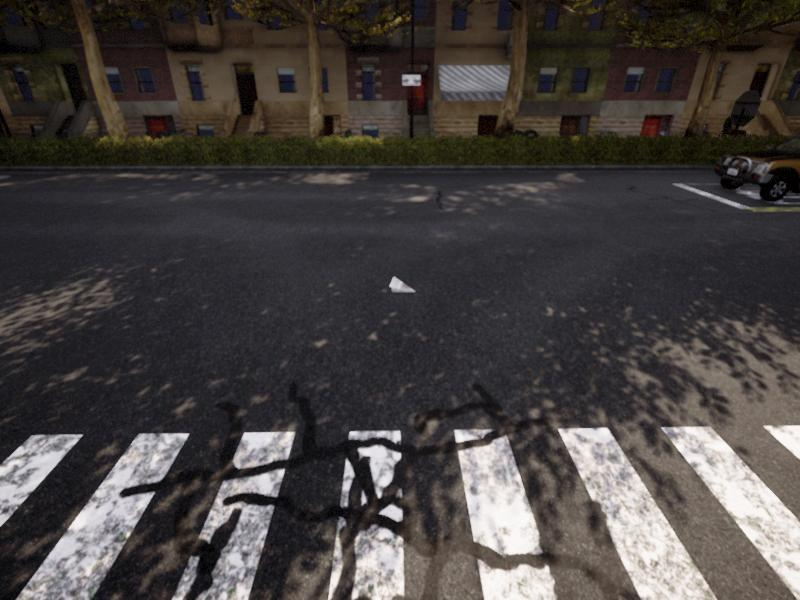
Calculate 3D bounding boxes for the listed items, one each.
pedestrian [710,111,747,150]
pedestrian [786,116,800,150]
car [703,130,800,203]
[{"bbox_3d":[17.507,-9.067,21.365,0.751,1.860,0.751,0,28,0],"label":"pedestrian"},{"bbox_3d":[21.546,-8.957,21.150,0.751,1.860,0.751,-4,28,-8],"label":"pedestrian"},{"bbox_3d":[12.684,-4.197,12.420,4.605,1.855,1.932,0,28,-1],"label":"car"}]
